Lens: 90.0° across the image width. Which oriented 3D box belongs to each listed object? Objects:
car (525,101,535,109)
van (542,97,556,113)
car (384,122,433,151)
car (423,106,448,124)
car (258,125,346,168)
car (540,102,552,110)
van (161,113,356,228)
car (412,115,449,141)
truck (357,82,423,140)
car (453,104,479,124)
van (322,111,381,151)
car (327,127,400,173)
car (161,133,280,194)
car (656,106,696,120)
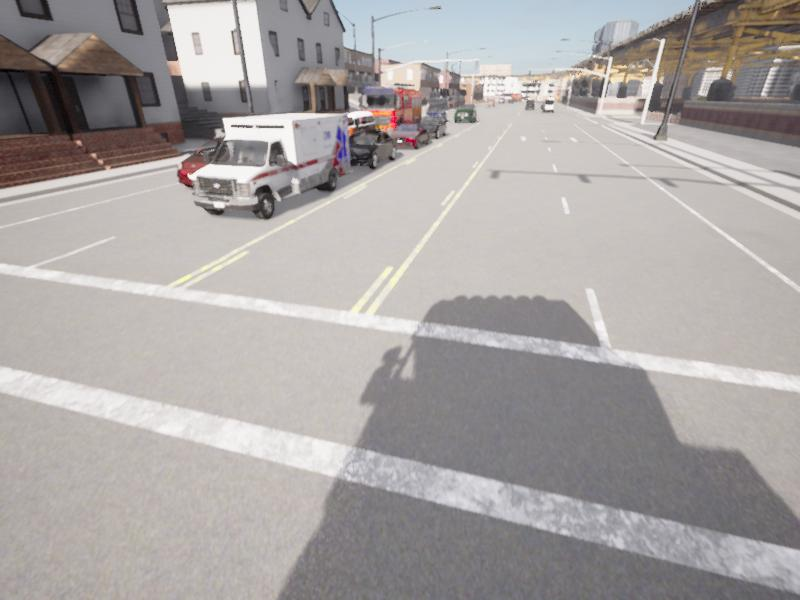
[{"bbox_3d":[31.388,-47.047,96.441,1.930,1.638,5.238,8,28,15],"label":"car"},{"bbox_3d":[29.007,-38.142,78.115,1.988,2.561,5.915,8,28,15],"label":"van"},{"bbox_3d":[0.610,-10.680,25.938,1.994,1.385,4.181,9,28,16],"label":"car"},{"bbox_3d":[4.286,-22.203,47.918,2.097,1.767,4.553,8,28,15],"label":"car"},{"bbox_3d":[-4.819,-8.023,20.612,2.128,1.511,4.902,8,28,15],"label":"car"},{"bbox_3d":[34.039,-45.390,93.502,2.152,1.651,5.027,8,28,15],"label":"car"},{"bbox_3d":[-3.756,-4.462,12.671,2.351,2.431,6.366,8,28,15],"label":"van"},{"bbox_3d":[2.467,-13.633,31.549,1.837,1.490,4.892,8,28,15],"label":"car"},{"bbox_3d":[-0.524,-15.692,33.013,2.891,3.827,8.468,8,28,15],"label":"truck"},{"bbox_3d":[7.867,-22.206,47.647,2.150,2.045,5.566,8,28,15],"label":"car"},{"bbox_3d":[-2.996,-11.076,25.978,2.069,2.038,4.480,8,28,15],"label":"van"},{"bbox_3d":[-1.562,-7.420,19.453,1.837,1.490,4.892,8,28,15],"label":"car"},{"bbox_3d":[-6.589,-5.353,15.309,1.851,1.617,3.988,8,28,15],"label":"car"},{"bbox_3d":[37.777,-25.627,54.768,4.974,1.542,2.038,-15,31,-26],"label":"car"}]
